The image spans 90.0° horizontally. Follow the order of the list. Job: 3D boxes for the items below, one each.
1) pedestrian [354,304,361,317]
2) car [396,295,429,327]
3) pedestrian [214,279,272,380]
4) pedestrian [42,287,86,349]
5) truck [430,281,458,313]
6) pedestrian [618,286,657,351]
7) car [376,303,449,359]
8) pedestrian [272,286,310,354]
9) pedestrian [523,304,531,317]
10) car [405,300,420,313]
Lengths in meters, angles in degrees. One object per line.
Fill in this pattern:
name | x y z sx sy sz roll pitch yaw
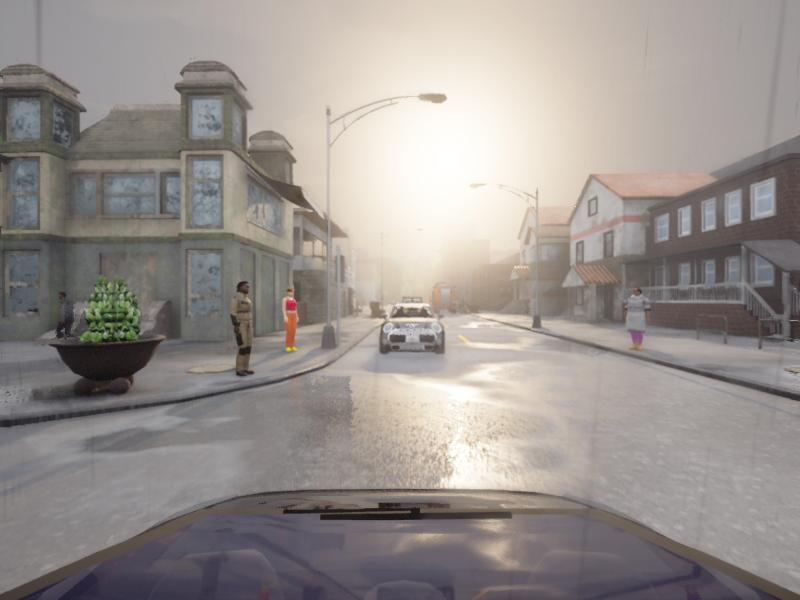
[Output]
pedestrian | -3.721 0.917 34.929 0.500 1.100 0.500 0 0 2
car | 0.793 0.651 25.535 1.905 1.878 3.866 0 0 2
pedestrian | -3.049 0.535 7.822 0.751 1.860 0.751 0 0 19
pedestrian | -10.539 0.549 12.583 0.751 1.860 0.751 0 0 -2
truck | 5.603 -0.315 52.330 2.891 3.827 8.468 0 0 2
pedestrian | 7.070 0.535 11.914 0.751 1.860 0.751 0 0 -35
car | 0.396 0.855 12.741 1.970 1.475 3.806 0 0 2
pedestrian | -3.123 0.536 11.462 0.751 1.860 0.751 0 0 43
pedestrian | 11.320 0.941 35.678 0.500 1.100 0.500 0 0 -6
car | 1.542 0.794 50.485 1.851 1.617 3.988 0 0 2
